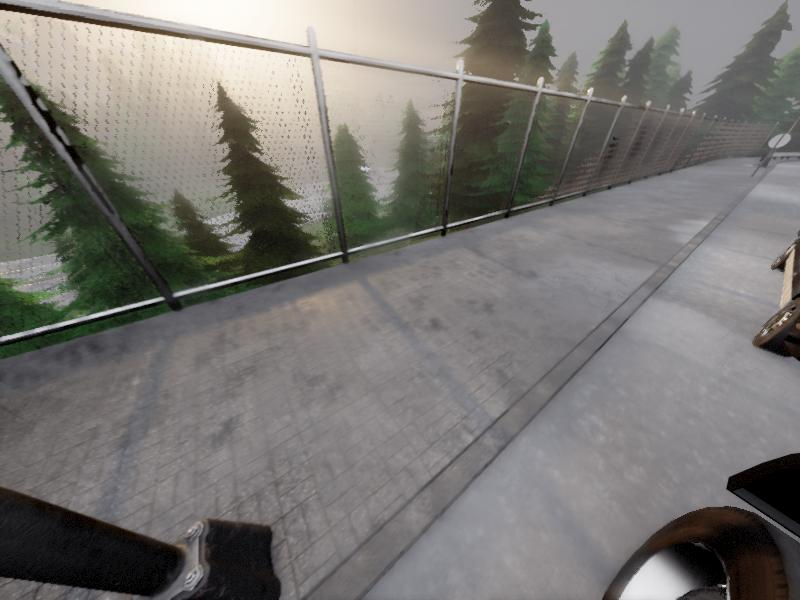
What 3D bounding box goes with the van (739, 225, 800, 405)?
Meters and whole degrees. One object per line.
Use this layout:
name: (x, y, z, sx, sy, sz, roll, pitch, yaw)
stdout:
van: (6.838, -0.674, 2.612, 5.915, 2.561, 1.988, -22, 41, -28)
